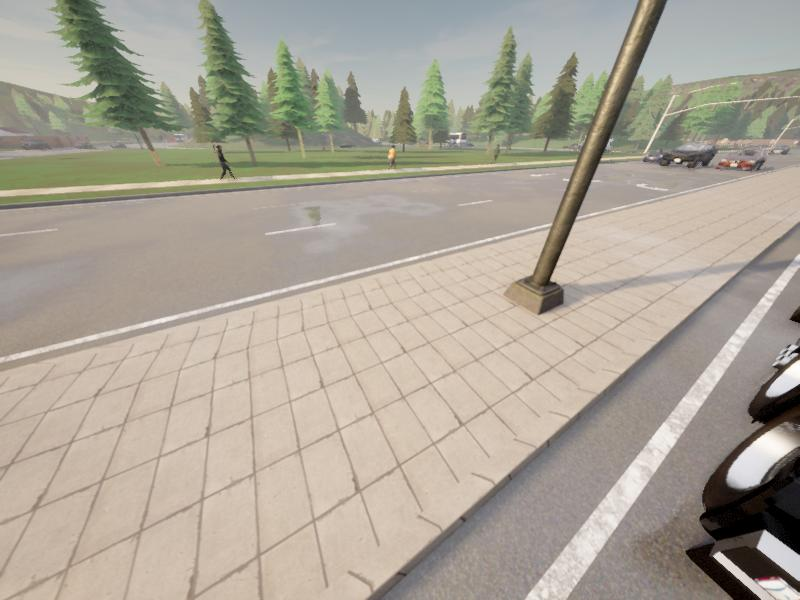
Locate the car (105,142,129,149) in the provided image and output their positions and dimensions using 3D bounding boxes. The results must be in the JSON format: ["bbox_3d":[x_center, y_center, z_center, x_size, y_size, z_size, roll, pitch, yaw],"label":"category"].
[{"bbox_3d":[-70.721,-38.712,57.791,2.128,1.511,4.902,-18,39,-24],"label":"car"}]

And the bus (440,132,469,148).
[{"bbox_3d":[19.231,-57.299,82.748,3.944,4.253,10.273,-17,39,-24],"label":"bus"}]

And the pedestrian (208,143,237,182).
[{"bbox_3d":[-10.322,-8.023,13.507,0.751,1.860,0.751,-18,39,-24],"label":"pedestrian"}]

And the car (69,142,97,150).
[{"bbox_3d":[-70.308,-34.225,51.295,1.837,1.490,4.892,-18,39,-24],"label":"car"}]

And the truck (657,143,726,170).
[{"bbox_3d":[29.690,-14.720,23.548,6.274,2.098,2.390,-18,39,-24],"label":"truck"}]

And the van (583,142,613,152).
[{"bbox_3d":[46.790,-36.204,54.607,2.069,2.038,4.480,-17,39,-24],"label":"van"}]

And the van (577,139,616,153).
[{"bbox_3d":[44.231,-34.956,52.316,1.988,2.561,5.915,-17,39,-24],"label":"van"}]

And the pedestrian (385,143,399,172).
[{"bbox_3d":[-0.614,-11.094,17.997,0.751,1.860,0.751,-17,38,-23],"label":"pedestrian"}]

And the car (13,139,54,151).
[{"bbox_3d":[-76.397,-32.495,48.293,2.150,2.045,5.566,-18,39,-24],"label":"car"}]

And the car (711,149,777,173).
[{"bbox_3d":[31.871,-12.924,21.401,5.027,1.651,2.152,-18,39,-24],"label":"car"}]

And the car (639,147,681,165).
[{"bbox_3d":[31.167,-17.293,27.688,3.988,1.617,1.851,-18,39,-24],"label":"car"}]

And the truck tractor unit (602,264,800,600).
[{"bbox_3d":[5.107,-0.305,0.777,6.516,4.208,3.053,-18,39,-24],"label":"truck tractor unit"}]

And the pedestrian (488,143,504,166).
[{"bbox_3d":[9.548,-14.470,22.927,0.751,1.860,0.751,-17,38,-23],"label":"pedestrian"}]
